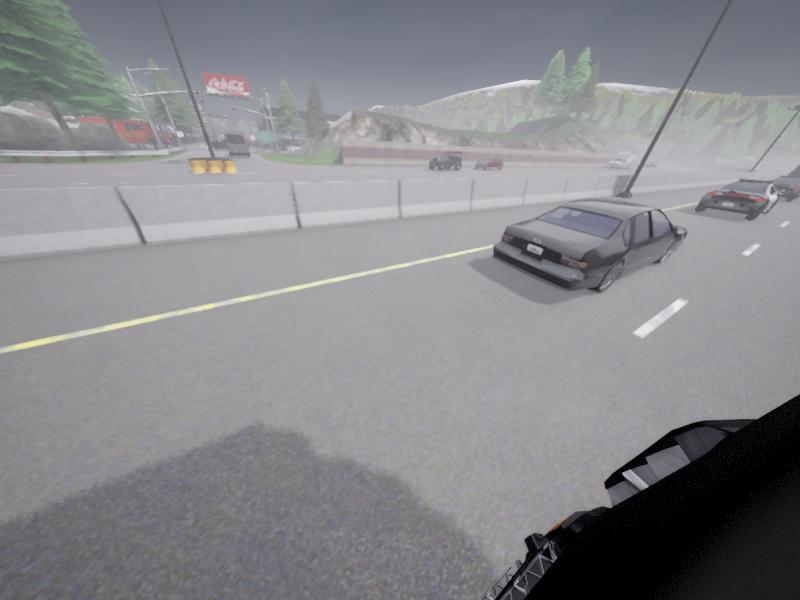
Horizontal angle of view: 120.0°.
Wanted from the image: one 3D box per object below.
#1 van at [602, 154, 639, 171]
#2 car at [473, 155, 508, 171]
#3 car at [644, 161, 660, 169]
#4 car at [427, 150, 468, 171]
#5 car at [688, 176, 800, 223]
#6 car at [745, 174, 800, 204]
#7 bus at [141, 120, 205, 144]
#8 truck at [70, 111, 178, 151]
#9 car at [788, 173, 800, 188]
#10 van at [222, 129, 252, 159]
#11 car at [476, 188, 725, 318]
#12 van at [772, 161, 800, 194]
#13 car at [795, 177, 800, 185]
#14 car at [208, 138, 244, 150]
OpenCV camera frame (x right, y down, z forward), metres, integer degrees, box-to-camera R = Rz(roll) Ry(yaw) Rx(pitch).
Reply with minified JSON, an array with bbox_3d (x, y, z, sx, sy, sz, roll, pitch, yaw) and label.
[{"bbox_3d":[41.998,-26.167,43.945,6.366,2.431,2.351,-16,38,-26],"label":"van"},{"bbox_3d":[11.185,-16.964,28.628,3.705,1.549,1.789,-16,38,-26],"label":"car"},{"bbox_3d":[64.069,-34.339,58.639,5.008,1.535,1.882,-25,43,-35],"label":"car"},{"bbox_3d":[5.192,-15.389,25.510,3.866,1.878,1.905,-16,38,-26],"label":"car"},{"bbox_3d":[17.052,-5.109,11.463,4.974,1.542,2.038,-16,38,-26],"label":"car"},{"bbox_3d":[28.870,-8.485,17.423,4.974,1.542,2.038,-16,38,-26],"label":"car"},{"bbox_3d":[-56.757,-42.173,58.390,10.273,4.253,3.944,-16,38,-26],"label":"bus"},{"bbox_3d":[-37.582,-23.332,32.245,8.468,3.827,2.891,-15,38,-25],"label":"truck"},{"bbox_3d":[49.400,-14.381,27.799,4.514,1.525,2.007,-16,38,-26],"label":"car"},{"bbox_3d":[-18.630,-17.901,26.450,1.988,2.561,5.915,-16,38,-26],"label":"van"},{"bbox_3d":[4.549,-1.475,5.201,5.357,1.411,2.033,-16,38,-26],"label":"car"},{"bbox_3d":[39.991,-12.078,22.730,5.915,2.561,1.988,-16,38,-26],"label":"van"},{"bbox_3d":[58.689,-17.446,32.627,5.566,2.045,2.150,-19,40,-29],"label":"car"},{"bbox_3d":[-30.196,-27.141,40.352,1.882,1.535,5.008,9,34,9],"label":"car"}]
